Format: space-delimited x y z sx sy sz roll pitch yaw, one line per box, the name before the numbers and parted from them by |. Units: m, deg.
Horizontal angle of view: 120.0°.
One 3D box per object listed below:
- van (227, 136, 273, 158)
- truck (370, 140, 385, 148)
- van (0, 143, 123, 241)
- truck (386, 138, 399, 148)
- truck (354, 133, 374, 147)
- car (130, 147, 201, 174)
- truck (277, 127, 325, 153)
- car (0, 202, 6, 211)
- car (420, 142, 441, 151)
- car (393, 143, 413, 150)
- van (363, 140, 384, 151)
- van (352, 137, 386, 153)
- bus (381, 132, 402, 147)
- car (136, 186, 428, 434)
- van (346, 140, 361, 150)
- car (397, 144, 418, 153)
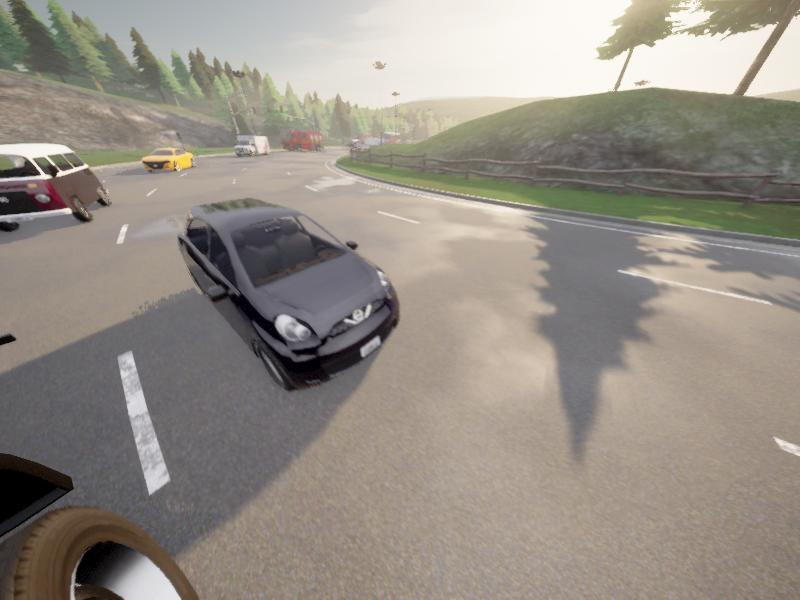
van | -21.172 -21.987 33.081 2.351 2.431 6.366 0 35 -1
truck | -6.945 -49.549 73.215 2.390 2.098 6.274 11 36 14
van | -11.212 -3.602 7.179 2.069 2.038 4.480 -23 41 -29
truck | -2.347 -51.145 75.271 2.627 2.467 5.204 12 36 15
truck | -12.107 -54.014 78.034 2.891 3.827 8.468 12 36 15
car | -18.470 -11.311 18.566 1.882 1.535 5.008 -9 36 -14
truck | -19.457 -31.908 46.142 2.891 3.827 8.468 17 38 23
car | -14.449 -2.719 6.440 1.994 1.385 4.181 -22 41 -29
car | 7.556 -38.174 57.318 4.605 1.855 1.932 11 36 14
car | 0.846 -39.212 59.040 4.792 1.488 2.163 9 36 12
van | -6.082 -35.451 53.075 4.442 1.987 1.775 -4 35 -7
van | -6.211 -31.206 46.659 6.366 2.431 2.351 -11 32 -15
bus | -2.813 -57.025 82.139 3.944 4.253 10.273 12 36 15
car | -1.693 -0.448 3.257 3.633 1.501 1.845 26 43 32
van | -11.562 -39.104 58.182 2.069 2.038 4.480 7 35 9
car | 1.624 -32.772 49.899 4.181 1.385 1.994 10 36 14
